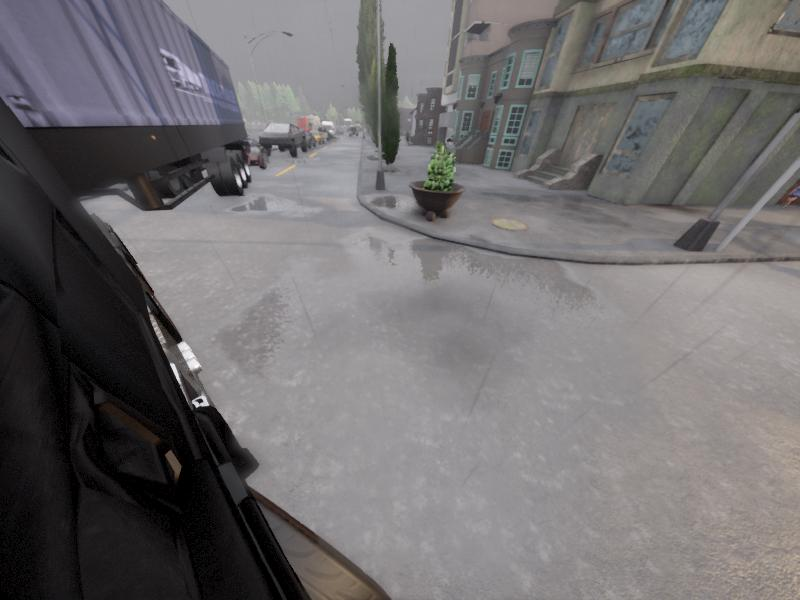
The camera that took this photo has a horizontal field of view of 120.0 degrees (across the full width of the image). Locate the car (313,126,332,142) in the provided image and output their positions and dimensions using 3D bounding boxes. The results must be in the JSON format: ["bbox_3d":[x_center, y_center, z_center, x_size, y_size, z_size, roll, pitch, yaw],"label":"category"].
[{"bbox_3d":[-12.249,-26.441,36.690,1.932,1.855,4.605,-2,37,-7],"label":"car"}]

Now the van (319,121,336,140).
[{"bbox_3d":[-13.182,-31.209,42.460,1.988,2.561,5.915,-3,37,-7],"label":"van"}]

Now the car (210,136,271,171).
[{"bbox_3d":[-9.006,-8.607,13.470,1.994,1.385,4.181,-10,38,-17],"label":"car"}]

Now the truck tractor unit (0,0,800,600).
[{"bbox_3d":[-2.645,-0.295,0.351,6.516,4.208,3.053,28,44,30],"label":"truck tractor unit"}]

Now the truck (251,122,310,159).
[{"bbox_3d":[-9.477,-13.293,19.082,2.390,2.098,6.274,-2,37,-7],"label":"truck"}]

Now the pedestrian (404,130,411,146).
[{"bbox_3d":[1.088,-22.895,32.652,0.751,1.860,0.751,-5,37,-10],"label":"pedestrian"}]

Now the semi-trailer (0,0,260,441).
[{"bbox_3d":[-6.273,-4.573,5.671,2.717,4.402,14.254,-11,39,-18],"label":"semi-trailer"}]

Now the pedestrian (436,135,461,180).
[{"bbox_3d":[2.404,-7.145,11.647,0.751,1.860,0.751,-3,37,-8],"label":"pedestrian"}]

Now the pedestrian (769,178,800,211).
[{"bbox_3d":[15.705,-4.160,9.146,0.500,1.100,0.500,-1,37,-5],"label":"pedestrian"}]

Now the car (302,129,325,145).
[{"bbox_3d":[-11.269,-21.609,30.534,1.801,1.575,5.366,-2,37,-7],"label":"car"}]

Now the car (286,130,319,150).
[{"bbox_3d":[-10.397,-17.403,25.016,2.128,1.511,4.902,-3,37,-7],"label":"car"}]
